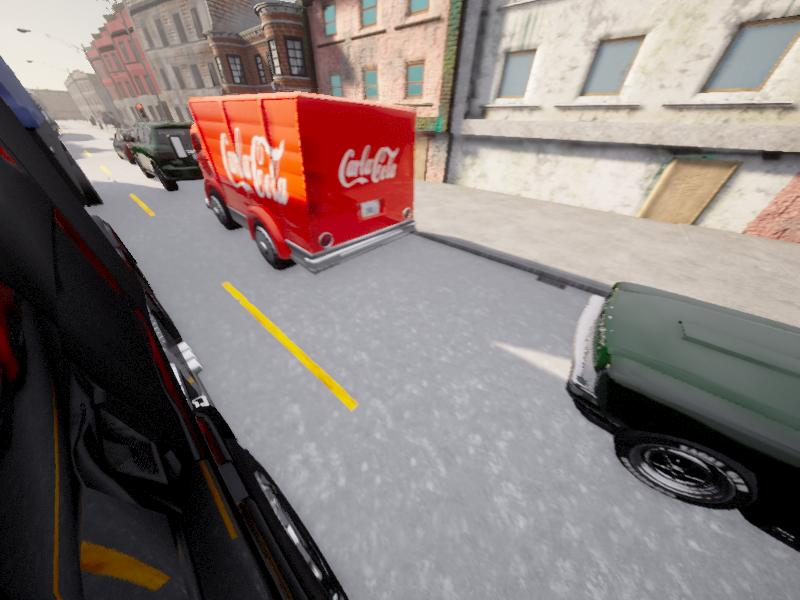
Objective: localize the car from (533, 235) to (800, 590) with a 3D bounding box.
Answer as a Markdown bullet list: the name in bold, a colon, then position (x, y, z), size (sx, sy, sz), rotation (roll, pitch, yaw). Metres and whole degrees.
- **car**: position (3.700, 1.162, 1.234), size (4.718, 1.301, 1.895), rotation (28, 43, 29)

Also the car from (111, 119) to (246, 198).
- **car**: position (-8.901, -5.857, 9.239), size (5.566, 2.045, 2.150), rotation (28, 43, 30)

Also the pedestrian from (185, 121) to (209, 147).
- **pedestrian**: position (-17.959, -14.729, 20.511), size (0.751, 1.860, 0.751), rotation (21, 40, 23)

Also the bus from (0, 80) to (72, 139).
- **bus**: position (-39.576, -19.585, 23.923), size (3.944, 4.253, 10.273), rotation (-26, 45, -34)

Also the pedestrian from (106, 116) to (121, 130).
- **pedestrian**: position (-49.087, -30.402, 39.606), size (0.751, 1.860, 0.751), rotation (21, 40, 23)

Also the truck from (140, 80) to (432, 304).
- **truck**: position (-2.377, -2.558, 4.863), size (5.204, 2.467, 2.627), rotation (28, 44, 30)

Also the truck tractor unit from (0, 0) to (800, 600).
- **truck tractor unit**: position (-2.645, -0.295, 0.351), size (6.516, 4.208, 3.053), rotation (28, 44, 30)

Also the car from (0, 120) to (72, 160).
- **car**: position (-22.050, -9.598, 13.763), size (4.611, 1.667, 2.242), rotation (29, 44, 30)

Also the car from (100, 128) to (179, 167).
- **car**: position (-15.203, -8.973, 13.464), size (4.514, 1.525, 2.007), rotation (28, 44, 30)

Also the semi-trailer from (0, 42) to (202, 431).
- **semi-trailer**: position (-8.705, -3.592, 4.234), size (14.254, 4.402, 2.717), rotation (28, 44, 30)
